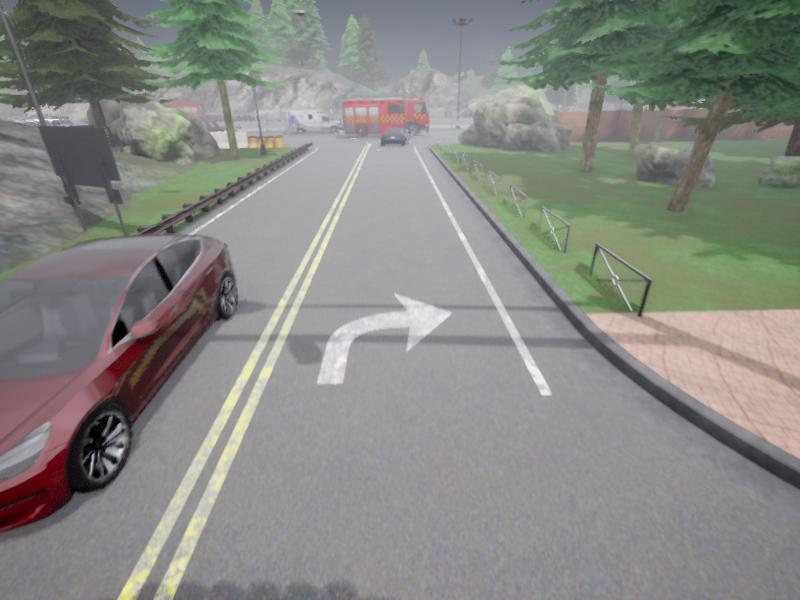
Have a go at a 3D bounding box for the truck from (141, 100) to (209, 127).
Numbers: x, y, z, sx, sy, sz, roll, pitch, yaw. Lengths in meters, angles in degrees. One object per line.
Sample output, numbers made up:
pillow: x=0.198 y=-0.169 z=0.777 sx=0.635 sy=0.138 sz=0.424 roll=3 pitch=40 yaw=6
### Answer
truck: x=-35.902 y=-29.931 z=64.165 sx=8.468 sy=3.827 sz=2.891 roll=-2 pitch=26 yaw=-1

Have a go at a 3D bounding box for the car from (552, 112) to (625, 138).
car: x=17.675 y=-16.488 z=37.707 sx=5.566 sy=2.045 sz=2.150 roll=-1 pitch=26 yaw=-1

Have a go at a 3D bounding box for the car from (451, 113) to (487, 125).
car: x=10.241 y=-26.958 z=59.538 sx=5.008 sy=1.535 sz=1.882 roll=-1 pitch=26 yaw=-1

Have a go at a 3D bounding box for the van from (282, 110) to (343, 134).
van: x=-10.022 y=-20.606 z=46.293 sx=6.366 sy=2.431 sz=2.351 roll=-1 pitch=26 yaw=-1

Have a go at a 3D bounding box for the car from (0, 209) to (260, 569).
car: x=-3.576 y=0.264 z=4.755 sx=2.163 sy=1.488 sz=4.792 roll=-1 pitch=26 yaw=-1

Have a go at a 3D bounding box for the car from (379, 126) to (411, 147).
car: x=-0.306 y=-13.320 z=32.486 sx=1.994 sy=1.385 sz=4.181 roll=2 pitch=25 yaw=7

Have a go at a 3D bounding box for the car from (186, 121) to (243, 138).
car: x=-19.865 y=-18.341 z=43.024 sx=4.902 sy=1.511 sz=2.128 roll=-2 pitch=26 yaw=-2

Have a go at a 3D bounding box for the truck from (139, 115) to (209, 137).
truck: x=-25.832 y=-20.058 z=45.977 sx=6.274 sy=2.098 sz=2.390 roll=-1 pitch=26 yaw=-1

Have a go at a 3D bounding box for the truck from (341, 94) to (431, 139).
truck: x=-1.362 y=-18.333 z=39.921 sx=8.468 sy=3.827 sz=2.891 roll=-2 pitch=26 yaw=-2
